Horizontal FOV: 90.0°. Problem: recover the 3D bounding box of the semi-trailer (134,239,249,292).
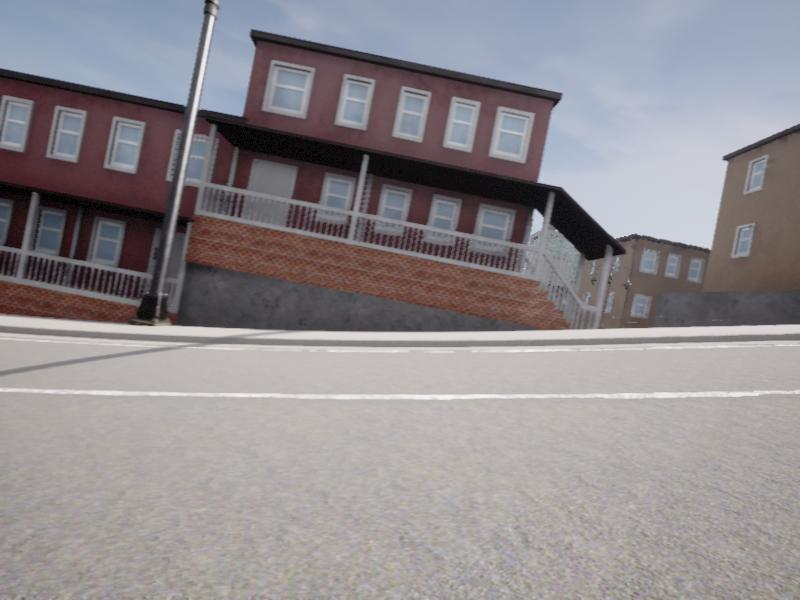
[{"bbox_3d":[-25.325,-3.932,50.287,2.717,4.402,14.254,10,0,19],"label":"semi-trailer"}]
